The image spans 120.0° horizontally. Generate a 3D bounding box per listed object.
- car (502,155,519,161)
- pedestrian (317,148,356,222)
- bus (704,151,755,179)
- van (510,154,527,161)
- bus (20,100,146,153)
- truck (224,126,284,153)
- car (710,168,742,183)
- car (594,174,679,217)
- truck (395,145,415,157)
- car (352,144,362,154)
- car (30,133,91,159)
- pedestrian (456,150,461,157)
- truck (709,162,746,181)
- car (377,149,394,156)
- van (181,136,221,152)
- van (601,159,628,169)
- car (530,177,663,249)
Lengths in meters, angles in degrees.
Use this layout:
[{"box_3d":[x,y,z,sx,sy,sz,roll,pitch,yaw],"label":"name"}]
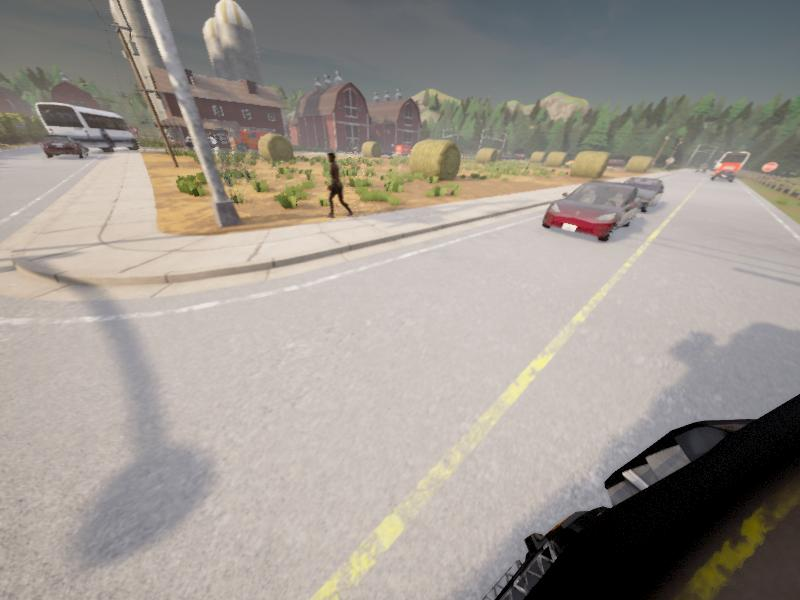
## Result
[{"box_3d":[36.819,-47.291,77.052,1.895,1.301,4.718,-25,43,-36],"label":"car"},{"box_3d":[-1.874,-3.413,6.906,0.751,1.860,0.751,-16,38,-26],"label":"pedestrian"},{"box_3d":[65.576,-27.044,46.189,10.273,4.253,3.944,-23,42,-34],"label":"bus"},{"box_3d":[40.134,-48.326,78.267,1.775,1.987,4.442,-25,43,-36],"label":"van"},{"box_3d":[-37.189,-20.700,28.233,3.944,4.253,10.273,-10,35,-20],"label":"bus"},{"box_3d":[-27.573,-30.534,44.195,8.468,3.827,2.891,-26,43,-37],"label":"truck"},{"box_3d":[49.881,-19.179,35.441,5.027,1.651,2.152,-23,42,-34],"label":"car"},{"box_3d":[12.710,-5.732,12.339,5.357,1.411,2.033,-23,42,-34],"label":"car"},{"box_3d":[1.501,-41.659,64.564,5.204,2.467,2.627,-26,43,-37],"label":"truck"},{"box_3d":[-11.596,-40.962,62.677,1.905,1.878,3.866,9,35,-2],"label":"car"},{"box_3d":[-30.701,-14.120,21.103,2.097,1.767,4.553,-26,43,-36],"label":"car"},{"box_3d":[18.577,-46.457,73.427,0.751,1.860,0.751,29,41,33],"label":"pedestrian"},{"box_3d":[56.038,-22.154,39.658,5.204,2.467,2.627,-23,42,-34],"label":"truck"},{"box_3d":[-3.825,-38.588,60.466,4.181,1.385,1.994,-26,44,-36],"label":"car"},{"box_3d":[-33.913,-26.679,39.481,4.480,2.038,2.069,-26,43,-36],"label":"van"},{"box_3d":[55.863,-35.482,60.217,1.775,1.987,4.442,-25,43,-36],"label":"van"},{"box_3d":[7.038,-3.344,8.197,4.792,1.488,2.163,-23,42,-34],"label":"car"}]
